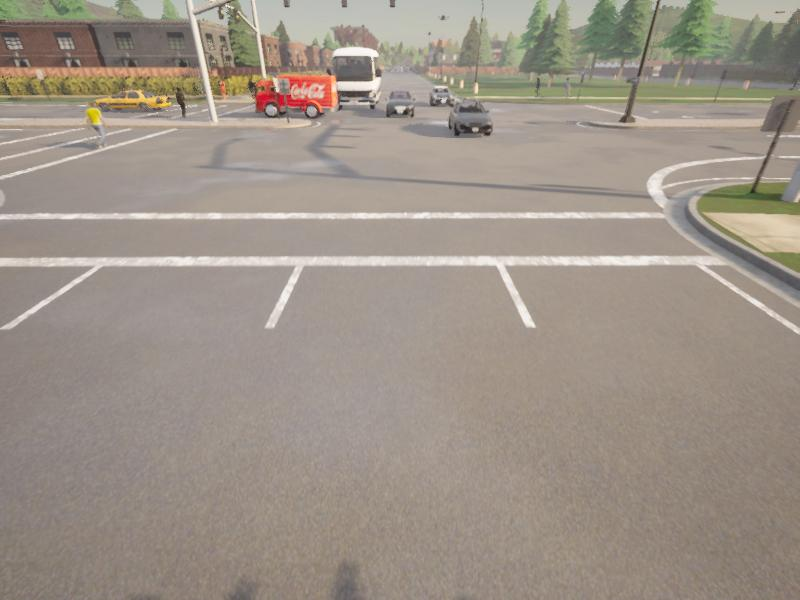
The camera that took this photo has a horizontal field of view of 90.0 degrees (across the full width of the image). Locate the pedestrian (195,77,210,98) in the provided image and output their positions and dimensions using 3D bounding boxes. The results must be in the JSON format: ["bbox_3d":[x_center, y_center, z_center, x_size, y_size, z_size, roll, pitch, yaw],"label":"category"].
[{"bbox_3d":[-19.915,-21.476,40.413,0.751,1.860,0.751,1,30,2],"label":"pedestrian"}]

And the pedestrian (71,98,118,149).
[{"bbox_3d":[-12.564,-7.283,16.511,0.751,1.860,0.751,-1,30,-2],"label":"pedestrian"}]

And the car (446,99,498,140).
[{"bbox_3d":[3.509,-9.239,20.277,1.816,1.474,4.193,0,30,0],"label":"car"}]

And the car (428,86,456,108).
[{"bbox_3d":[3.513,-17.237,33.914,1.970,1.475,3.806,0,30,0],"label":"car"}]

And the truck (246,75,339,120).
[{"bbox_3d":[-6.870,-13.393,26.383,5.204,2.467,2.627,1,30,1],"label":"truck"}]

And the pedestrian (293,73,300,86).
[{"bbox_3d":[-16.196,-34.507,62.635,0.751,1.860,0.751,1,30,2],"label":"pedestrian"}]

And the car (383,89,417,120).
[{"bbox_3d":[0.009,-13.491,27.493,2.128,1.511,4.902,0,30,0],"label":"car"}]

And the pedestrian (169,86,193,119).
[{"bbox_3d":[-14.151,-12.784,25.891,0.751,1.860,0.751,0,30,-1],"label":"pedestrian"}]

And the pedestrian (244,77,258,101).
[{"bbox_3d":[-13.763,-19.560,37.082,0.751,1.860,0.751,-1,30,-2],"label":"pedestrian"}]

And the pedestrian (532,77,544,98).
[{"bbox_3d":[13.961,-21.502,40.459,0.751,1.860,0.751,4,31,6],"label":"pedestrian"}]

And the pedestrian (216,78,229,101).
[{"bbox_3d":[-16.554,-19.708,37.398,0.751,1.860,0.751,-11,32,-18],"label":"pedestrian"}]

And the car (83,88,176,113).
[{"bbox_3d":[-20.004,-14.855,29.747,5.366,1.575,1.801,0,30,1],"label":"car"}]

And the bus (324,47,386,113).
[{"bbox_3d":[-3.370,-18.764,33.760,3.944,4.253,10.273,0,31,0],"label":"bus"}]

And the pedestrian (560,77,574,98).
[{"bbox_3d":[16.671,-21.194,39.936,0.751,1.860,0.751,1,30,2],"label":"pedestrian"}]

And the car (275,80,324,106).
[{"bbox_3d":[-8.835,-18.484,35.632,1.905,1.878,3.866,16,34,25],"label":"car"}]
